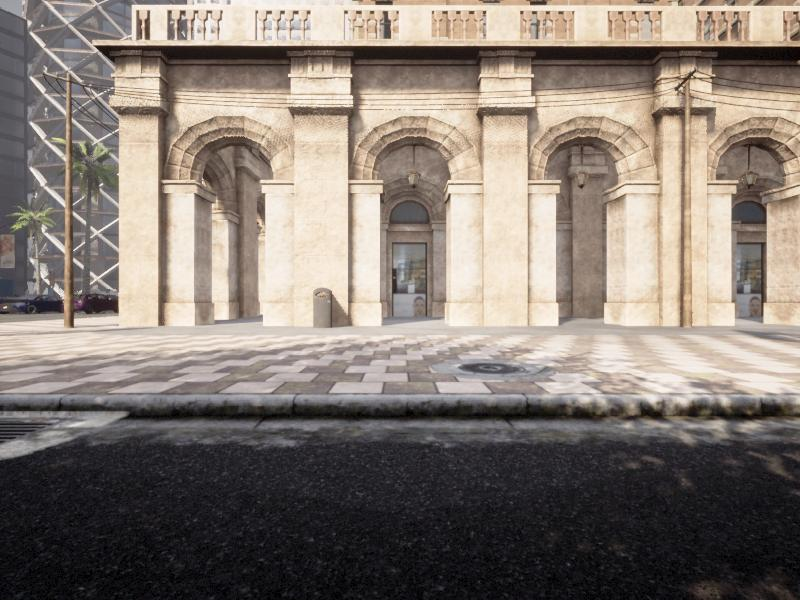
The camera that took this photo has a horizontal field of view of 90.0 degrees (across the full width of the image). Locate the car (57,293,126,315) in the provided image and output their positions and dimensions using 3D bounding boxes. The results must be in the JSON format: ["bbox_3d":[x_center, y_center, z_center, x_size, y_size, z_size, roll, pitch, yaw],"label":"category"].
[{"bbox_3d":[-22.326,0.254,29.207,1.816,1.474,4.193,0,0,0],"label":"car"}]

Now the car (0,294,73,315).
[{"bbox_3d":[-25.830,0.307,28.246,1.994,1.385,4.181,0,0,0],"label":"car"}]

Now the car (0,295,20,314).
[{"bbox_3d":[-29.325,0.307,27.769,1.994,1.385,4.181,0,0,0],"label":"car"}]
